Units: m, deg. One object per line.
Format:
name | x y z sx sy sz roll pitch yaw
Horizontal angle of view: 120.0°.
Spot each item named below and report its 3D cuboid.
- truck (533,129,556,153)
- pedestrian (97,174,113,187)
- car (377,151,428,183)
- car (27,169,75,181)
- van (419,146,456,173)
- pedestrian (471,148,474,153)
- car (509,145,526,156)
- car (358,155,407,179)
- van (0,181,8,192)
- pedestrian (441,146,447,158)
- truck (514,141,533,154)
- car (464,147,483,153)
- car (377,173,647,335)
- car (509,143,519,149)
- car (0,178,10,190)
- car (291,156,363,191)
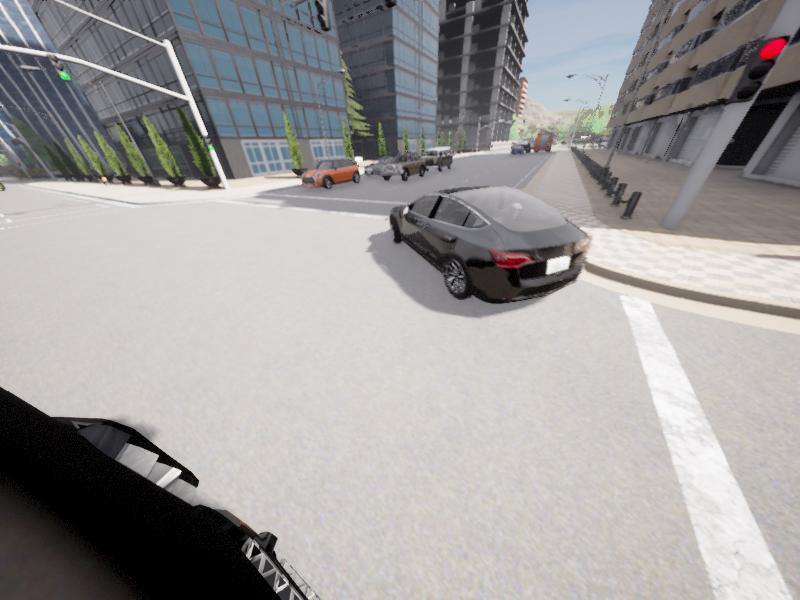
truck | 30.317 -33.278 48.471 2.891 3.827 8.468 15 38 26
pedestrian | -31.690 -12.851 24.828 0.500 1.100 0.500 15 37 25
car | 0.387 -10.763 18.519 1.932 1.855 4.605 16 38 26
car | -72.930 -26.213 48.355 1.930 1.638 5.238 15 38 26
van | 3.819 -14.180 23.278 2.069 2.038 4.480 16 38 26
pedestrian | 19.079 -39.448 60.928 0.500 1.100 0.500 13 37 23
car | 21.792 -27.690 42.770 1.882 1.535 5.008 16 38 26
car | -1.485 -12.577 21.763 2.128 1.511 4.902 16 38 26
van | -49.995 -14.232 27.951 4.442 1.987 1.775 18 39 29
pedestrian | 8.254 -27.844 43.511 0.751 1.860 0.751 19 40 30
truck | 25.717 -31.776 48.140 2.390 2.098 6.274 16 38 26
car | 21.521 -43.813 67.589 4.718 1.301 1.895 16 38 26
car | 1.271 -1.598 4.897 2.163 1.488 4.792 -14 35 -15
car | 40.336 -54.450 81.609 2.097 1.767 4.553 15 38 26
car | -55.180 -15.706 31.037 4.514 1.525 2.007 16 38 26
car | -5.022 -9.270 16.775 2.097 1.767 4.553 16 38 27
